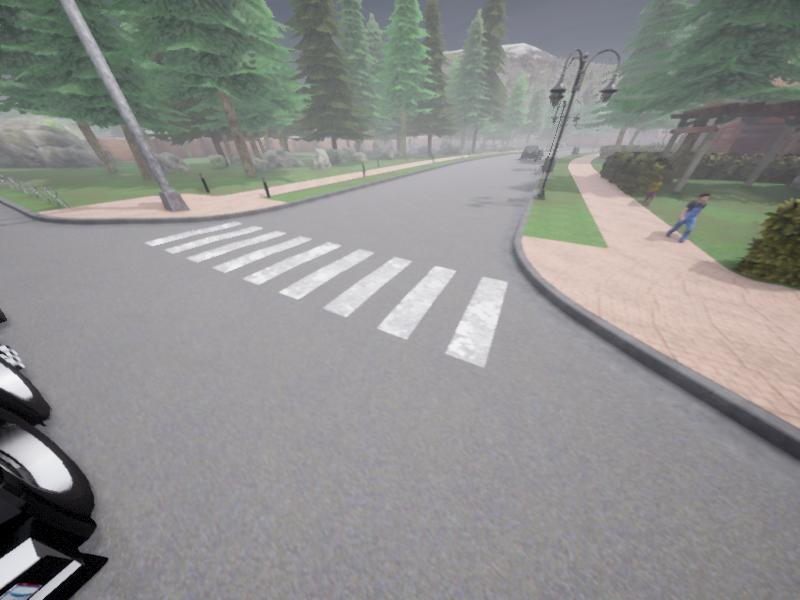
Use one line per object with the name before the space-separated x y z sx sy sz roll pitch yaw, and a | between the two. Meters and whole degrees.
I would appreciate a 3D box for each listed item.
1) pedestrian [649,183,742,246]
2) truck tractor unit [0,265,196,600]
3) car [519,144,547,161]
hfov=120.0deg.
pedestrian | 7.425 -2.198 5.922 0.751 1.300 0.751 13 37 18
truck tractor unit | -5.096 -0.319 0.770 6.516 4.208 3.053 19 38 24
car | 17.896 -19.897 31.075 2.097 1.767 4.553 22 41 28
